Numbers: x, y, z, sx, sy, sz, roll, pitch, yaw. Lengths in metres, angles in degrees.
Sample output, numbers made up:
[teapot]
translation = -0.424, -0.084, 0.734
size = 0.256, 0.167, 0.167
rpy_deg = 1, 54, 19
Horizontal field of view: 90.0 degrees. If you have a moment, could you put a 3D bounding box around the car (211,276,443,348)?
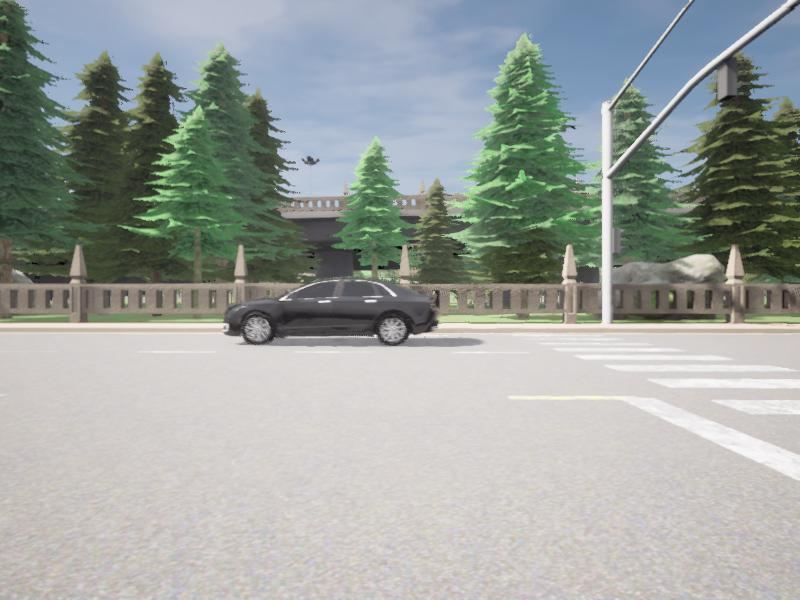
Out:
[car]
translation = -1.526, 0.244, 9.336
size = 4.892, 1.490, 1.837
rpy_deg = 0, 0, 1
